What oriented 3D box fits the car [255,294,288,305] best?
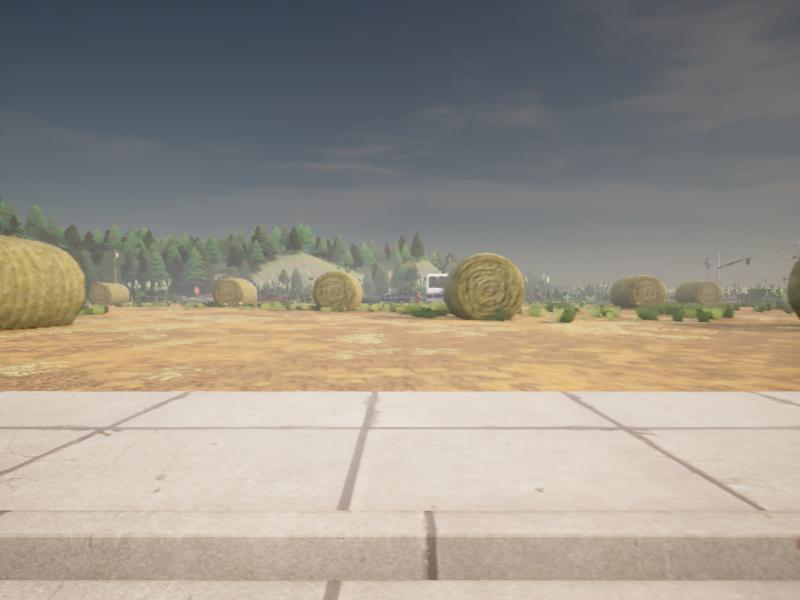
[{"bbox_3d":[-18.838,-0.087,58.802,4.193,1.474,1.816,0,0,4],"label":"car"}]

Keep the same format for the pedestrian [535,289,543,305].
[{"bbox_3d":[16.438,-0.385,47.268,0.751,1.860,0.751,0,0,0],"label":"pedestrian"}]

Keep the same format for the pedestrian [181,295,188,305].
[{"bbox_3d":[-24.463,0.008,45.306,0.500,1.100,0.500,0,0,27],"label":"pedestrian"}]

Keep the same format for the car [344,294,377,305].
[{"bbox_3d":[-5.311,-0.060,54.396,4.193,1.474,1.816,0,0,4],"label":"car"}]

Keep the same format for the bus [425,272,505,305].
[{"bbox_3d":[8.437,-1.441,53.577,10.273,4.253,3.944,0,0,4],"label":"bus"}]

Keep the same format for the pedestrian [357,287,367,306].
[{"bbox_3d":[-3.857,-0.348,40.517,0.751,1.860,0.751,0,0,-45],"label":"pedestrian"}]

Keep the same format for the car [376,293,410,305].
[{"bbox_3d":[-0.962,-0.154,57.599,4.856,1.649,2.033,0,0,4],"label":"car"}]
